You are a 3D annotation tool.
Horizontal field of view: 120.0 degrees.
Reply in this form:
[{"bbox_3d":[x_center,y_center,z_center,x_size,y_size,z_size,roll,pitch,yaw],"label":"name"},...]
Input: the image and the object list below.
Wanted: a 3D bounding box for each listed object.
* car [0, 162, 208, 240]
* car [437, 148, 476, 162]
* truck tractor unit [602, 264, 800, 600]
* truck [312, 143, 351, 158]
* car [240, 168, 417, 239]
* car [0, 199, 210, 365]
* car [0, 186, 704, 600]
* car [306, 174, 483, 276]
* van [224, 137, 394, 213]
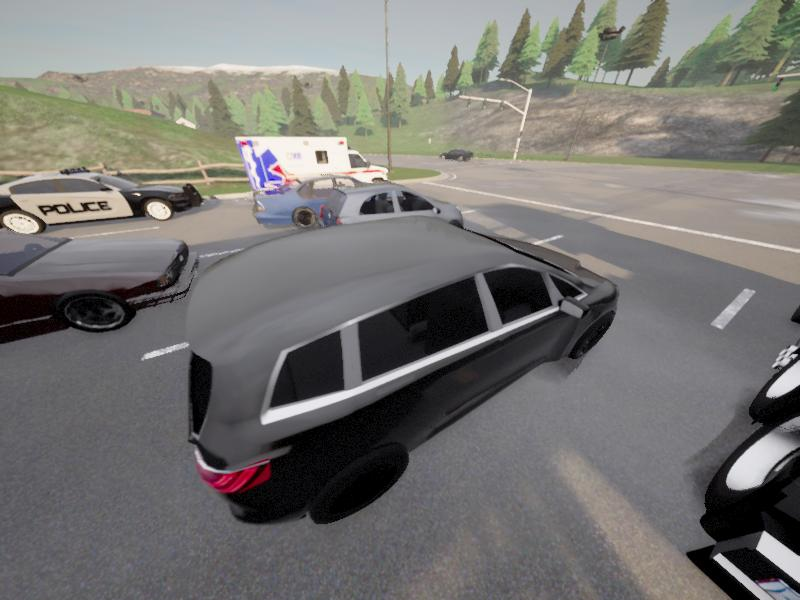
[{"bbox_3d":[-10.007,-3.472,7.678,5.238,1.638,1.930,-18,38,-24],"label":"car"},{"bbox_3d":[7.812,-20.215,32.171,4.892,1.490,1.837,29,43,34],"label":"car"},{"bbox_3d":[5.103,-0.309,0.785,6.516,4.208,3.053,-18,39,-24],"label":"truck tractor unit"},{"bbox_3d":[-11.935,-26.212,40.379,6.274,2.098,2.390,15,37,21],"label":"truck"},{"bbox_3d":[-2.231,-3.609,8.091,5.357,1.411,2.033,-18,38,-24],"label":"car"},{"bbox_3d":[-6.080,-0.079,2.954,5.357,1.411,2.033,-18,38,-24],"label":"car"},{"bbox_3d":[0.483,-0.040,2.649,4.611,1.667,2.242,-18,38,-24],"label":"car"},{"bbox_3d":[-0.089,-2.078,5.741,3.633,1.501,1.845,-18,38,-24],"label":"car"},{"bbox_3d":[-3.625,-5.868,10.467,6.366,2.431,2.351,-18,38,-24],"label":"van"}]
